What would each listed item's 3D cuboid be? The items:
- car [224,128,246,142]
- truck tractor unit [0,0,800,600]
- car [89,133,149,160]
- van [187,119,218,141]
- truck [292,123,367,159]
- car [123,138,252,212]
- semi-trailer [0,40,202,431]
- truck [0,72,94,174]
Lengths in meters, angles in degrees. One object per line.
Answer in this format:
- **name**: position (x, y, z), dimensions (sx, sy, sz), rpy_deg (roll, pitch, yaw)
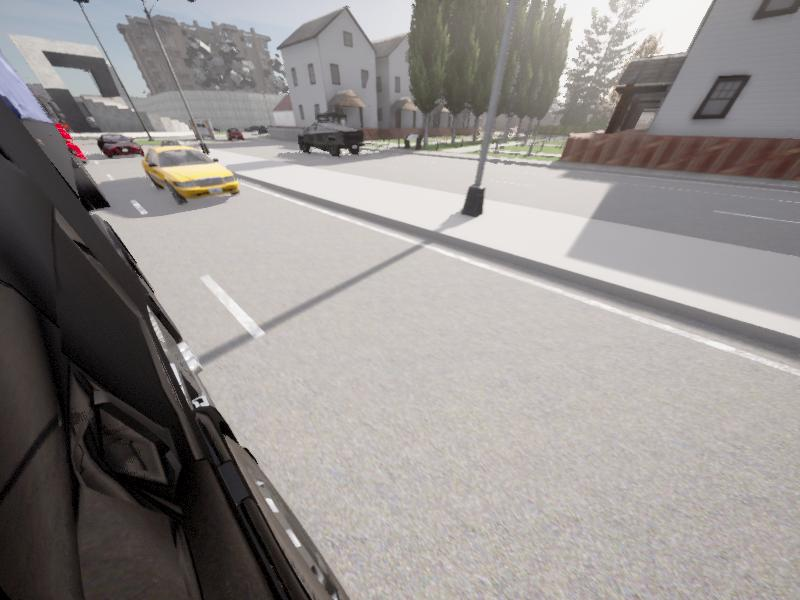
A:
- **car**: position (-23.740, -23.750, 33.121), dimensions (1.816, 1.474, 4.193), rpy_deg (-23, 43, -28)
- **truck tractor unit**: position (-2.645, -0.295, 0.351), dimensions (6.516, 4.208, 3.053), rpy_deg (28, 43, 30)
- **car**: position (-20.615, -11.320, 16.946), dimensions (4.181, 1.385, 1.994), rpy_deg (27, 45, 30)
- **van**: position (-28.866, -25.116, 34.070), dimensions (2.351, 2.431, 6.366), rpy_deg (-20, 42, -24)
- **truck**: position (-5.774, -13.072, 18.802), dimensions (6.274, 2.098, 2.390), rpy_deg (28, 45, 31)
- **car**: position (-7.647, -4.674, 8.199), dimensions (5.366, 1.575, 1.801), rpy_deg (28, 45, 31)
- **semi-trailer**: position (-8.698, -3.529, 4.337), dimensions (14.254, 4.402, 2.717), rpy_deg (28, 45, 31)
- **truck**: position (-21.543, -10.017, 13.203), dimensions (8.468, 3.827, 2.891), rpy_deg (27, 45, 30)
